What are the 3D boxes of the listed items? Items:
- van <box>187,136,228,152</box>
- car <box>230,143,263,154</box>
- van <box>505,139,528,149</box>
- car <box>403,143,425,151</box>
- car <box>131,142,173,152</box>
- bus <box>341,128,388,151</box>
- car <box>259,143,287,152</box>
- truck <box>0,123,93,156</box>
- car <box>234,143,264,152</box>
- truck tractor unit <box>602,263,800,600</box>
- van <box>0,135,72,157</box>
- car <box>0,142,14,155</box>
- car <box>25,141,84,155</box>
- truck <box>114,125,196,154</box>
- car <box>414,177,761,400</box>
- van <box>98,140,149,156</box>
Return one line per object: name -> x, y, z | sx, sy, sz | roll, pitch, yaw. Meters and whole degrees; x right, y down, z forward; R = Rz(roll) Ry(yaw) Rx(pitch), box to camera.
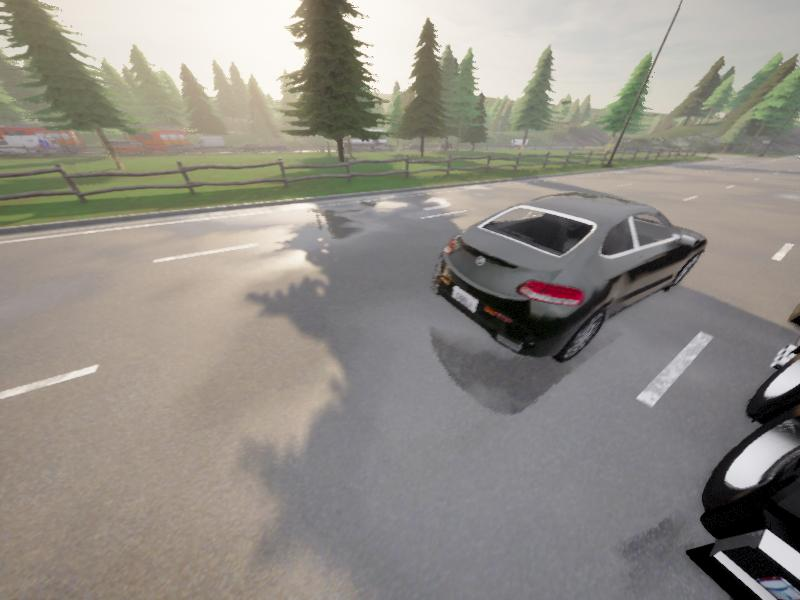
van -> -39.605, -32.318, 47.834 | 5.915, 2.561, 1.988 | -18, 39, -24
car -> -28.720, -28.474, 43.361 | 4.892, 1.490, 1.837 | -19, 39, -23
van -> 37.194, -49.826, 73.841 | 5.915, 2.561, 1.988 | 13, 37, 18
car -> 3.604, -39.514, 59.736 | 5.027, 1.651, 2.152 | -18, 39, -24
car -> -47.478, -29.374, 44.382 | 4.974, 1.542, 2.038 | -18, 39, -24
bus -> -8.329, -38.388, 55.439 | 10.273, 4.253, 3.944 | -18, 39, -24
car -> -27.632, -33.429, 50.475 | 5.008, 1.535, 1.882 | -18, 39, -25
truck -> -53.611, -23.712, 34.215 | 8.468, 3.827, 2.891 | -18, 39, -24
car -> -31.325, -31.768, 48.052 | 4.514, 1.525, 2.007 | -28, 43, -34
truck tractor unit -> 5.116, -0.292, 0.787 | 6.516, 4.208, 3.053 | -18, 39, -24
van -> -51.852, -21.402, 32.133 | 6.366, 2.431, 2.351 | -18, 39, -24
car -> -62.301, -22.307, 34.031 | 5.027, 1.651, 2.152 | -18, 39, -24
car -> -55.450, -24.585, 37.234 | 4.553, 1.767, 2.097 | -18, 39, -24
truck -> -41.641, -27.568, 39.887 | 8.468, 3.827, 2.891 | -18, 39, -24
car -> 2.965, -0.840, 3.837 | 5.027, 1.651, 2.152 | -18, 39, -24
van -> -43.303, -23.972, 36.311 | 4.442, 1.987, 1.775 | -18, 39, -24
